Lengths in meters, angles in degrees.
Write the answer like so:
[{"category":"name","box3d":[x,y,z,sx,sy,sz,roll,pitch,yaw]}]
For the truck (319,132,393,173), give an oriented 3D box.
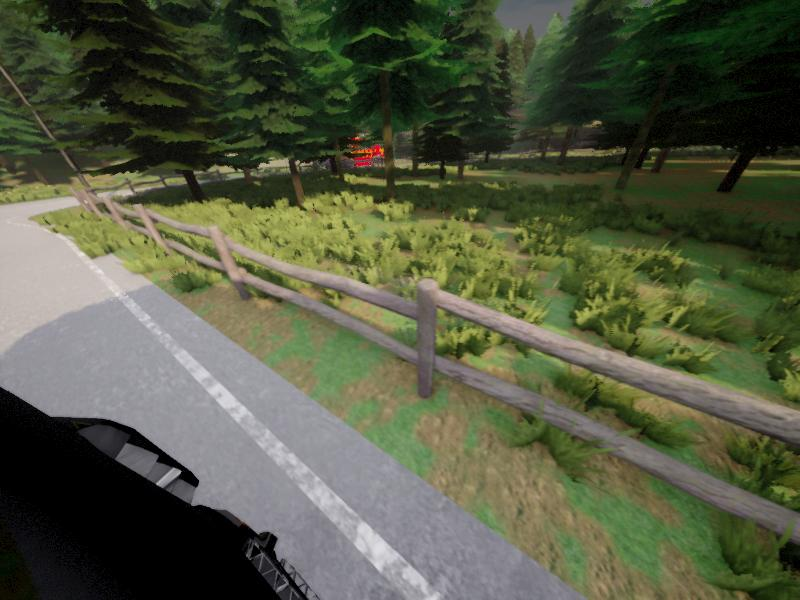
[{"category":"truck","box3d":[-5.476,-18.874,29.477,8.468,3.827,2.891,-12,34,-13]}]
